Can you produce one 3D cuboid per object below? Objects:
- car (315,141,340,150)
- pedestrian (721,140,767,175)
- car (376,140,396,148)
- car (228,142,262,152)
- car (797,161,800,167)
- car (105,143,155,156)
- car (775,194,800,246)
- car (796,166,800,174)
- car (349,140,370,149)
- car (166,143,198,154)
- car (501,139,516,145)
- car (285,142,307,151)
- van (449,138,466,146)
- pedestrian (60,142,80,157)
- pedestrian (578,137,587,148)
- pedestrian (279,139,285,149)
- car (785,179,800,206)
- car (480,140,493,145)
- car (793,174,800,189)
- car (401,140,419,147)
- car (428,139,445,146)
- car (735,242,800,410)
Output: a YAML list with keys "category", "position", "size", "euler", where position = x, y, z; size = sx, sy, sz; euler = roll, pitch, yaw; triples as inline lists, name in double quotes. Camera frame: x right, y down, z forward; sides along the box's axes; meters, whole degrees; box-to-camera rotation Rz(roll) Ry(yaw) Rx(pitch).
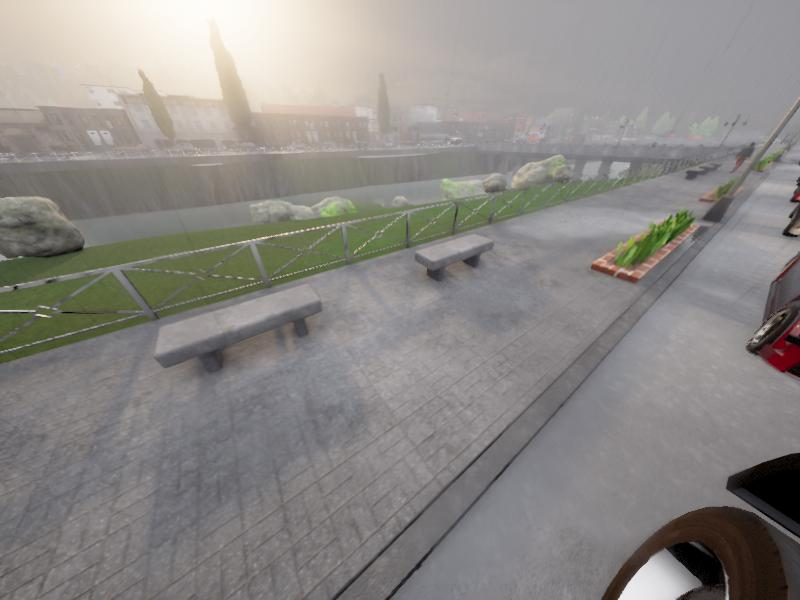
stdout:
- category: "car"
  position: [-17.116, -36.744, 54.761]
  size: [5.238, 1.638, 1.930]
  euler: [-22, 41, -28]
- category: "pedestrian"
  position: [22.570, -9.355, 15.187]
  size: [0.751, 1.860, 0.751]
  euler: [-15, 38, -19]
- category: "car"
  position: [-3.762, -42.167, 62.402]
  size: [4.974, 1.542, 2.038]
  euler: [-22, 41, -28]
- category: "car"
  position: [-31.311, -30.961, 46.660]
  size: [5.238, 1.638, 1.930]
  euler: [-22, 41, -28]
- category: "car"
  position: [37.586, -12.788, 20.450]
  size: [5.008, 1.535, 1.882]
  euler: [-22, 41, -28]
- category: "car"
  position: [-45.088, -25.338, 38.797]
  size: [5.027, 1.651, 2.152]
  euler: [-22, 41, -28]
- category: "car"
  position: [12.192, -2.443, 5.967]
  size: [4.514, 1.525, 2.007]
  euler: [-22, 41, -28]
- category: "car"
  position: [30.263, -9.803, 16.276]
  size: [3.633, 1.501, 1.845]
  euler: [-22, 41, -28]
- category: "car"
  position: [-10.287, -39.530, 58.660]
  size: [4.856, 1.649, 2.033]
  euler: [-22, 41, -28]
- category: "car"
  position: [-39.520, -27.547, 42.018]
  size: [3.806, 1.475, 1.970]
  euler: [-22, 41, -28]
- category: "car"
  position: [38.865, -56.742, 82.728]
  size: [5.238, 1.638, 1.930]
  euler: [-22, 41, -28]
- category: "car"
  position: [-23.086, -34.241, 51.397]
  size: [3.806, 1.475, 1.970]
  euler: [-22, 41, -28]
- category: "van"
  position: [17.518, -48.205, 70.429]
  size: [4.480, 2.038, 2.069]
  euler: [-22, 41, -28]
- category: "pedestrian"
  position: [-51.048, -23.310, 35.715]
  size: [0.751, 1.860, 0.751]
  euler: [9, 36, 13]
- category: "pedestrian"
  position: [39.062, -33.770, 49.476]
  size: [0.751, 1.860, 0.751]
  euler: [-18, 39, -23]
- category: "pedestrian"
  position: [-27.962, -36.997, 54.768]
  size: [0.751, 1.860, 0.751]
  euler: [-16, 38, -21]
- category: "car"
  position: [17.694, -4.683, 9.106]
  size: [4.514, 1.525, 2.007]
  euler: [-22, 41, -28]
- category: "car"
  position: [28.797, -52.537, 77.051]
  size: [3.806, 1.475, 1.970]
  euler: [-22, 41, -28]
- category: "car"
  position: [22.815, -6.748, 12.042]
  size: [4.193, 1.474, 1.816]
  euler: [-22, 41, -28]
- category: "car"
  position: [2.875, -44.848, 66.205]
  size: [5.008, 1.535, 1.882]
  euler: [-22, 41, -28]
- category: "car"
  position: [11.237, -48.298, 70.950]
  size: [5.238, 1.638, 1.930]
  euler: [-22, 41, -28]
- category: "car"
  position: [6.075, 0.119, 2.528]
  size: [4.181, 1.385, 1.994]
  euler: [-22, 41, -28]
